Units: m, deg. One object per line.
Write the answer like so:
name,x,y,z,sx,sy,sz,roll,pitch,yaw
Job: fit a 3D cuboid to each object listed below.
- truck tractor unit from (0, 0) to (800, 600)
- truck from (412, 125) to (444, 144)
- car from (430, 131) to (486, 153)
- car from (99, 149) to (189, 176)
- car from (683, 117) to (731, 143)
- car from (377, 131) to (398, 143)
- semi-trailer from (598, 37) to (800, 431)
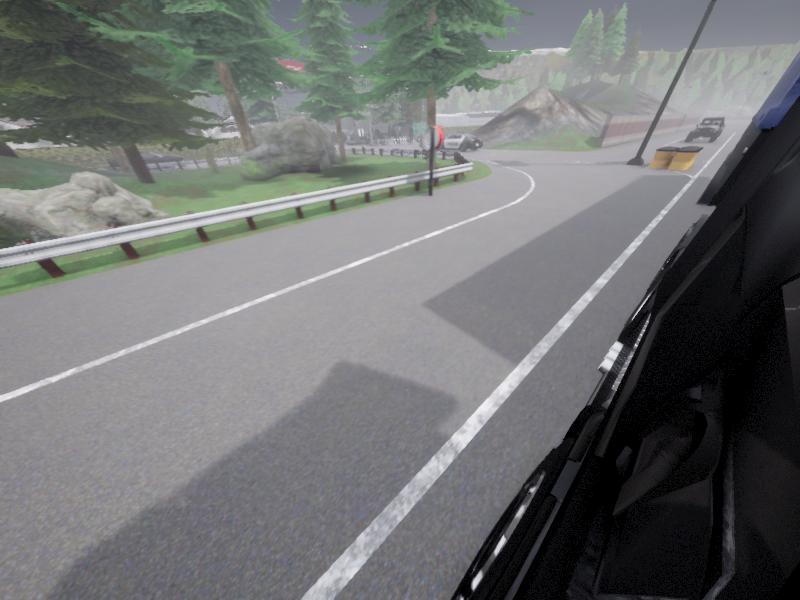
truck tractor unit,2.645,-0.295,0.351,6.516,4.208,3.053,-28,44,-30
truck,5.006,-29.593,41.230,5.204,2.467,2.627,-25,42,-27
car,5.464,-15.458,22.580,2.038,1.542,4.974,-28,43,-30
car,-22.159,-12.180,20.312,5.008,1.535,1.882,-28,43,-30
car,29.314,-16.240,22.071,3.866,1.878,1.905,-28,43,-30
car,-2.490,-33.975,48.161,3.866,1.878,1.905,-28,44,-30
semi-trailer,8.695,-3.598,4.245,14.254,4.402,2.717,-28,43,-30
